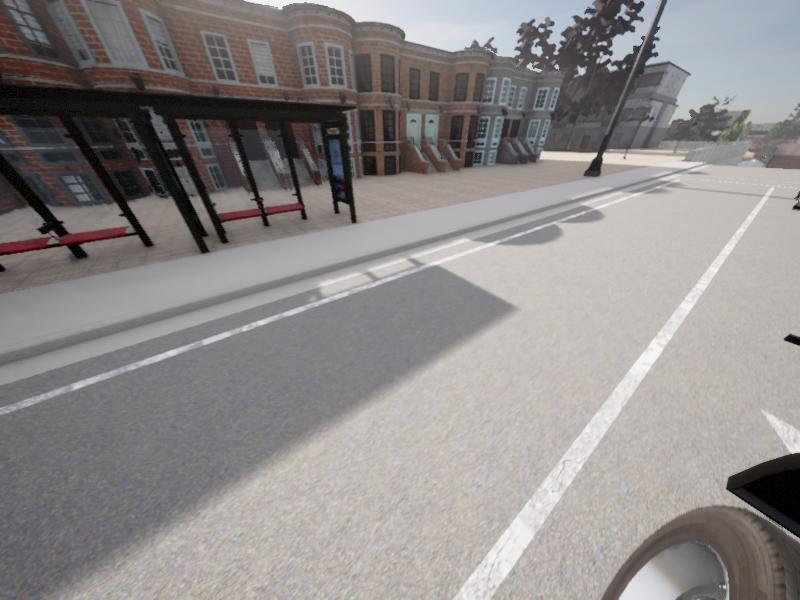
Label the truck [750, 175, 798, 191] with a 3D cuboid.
[{"bbox_3d":[85.439,-26.744,52.870,2.627,2.467,5.204,-22,40,-28],"label":"truck"}]

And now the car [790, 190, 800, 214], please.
[{"bbox_3d":[16.168,-4.045,7.963,4.553,1.767,2.097,-22,40,-28],"label":"car"}]
